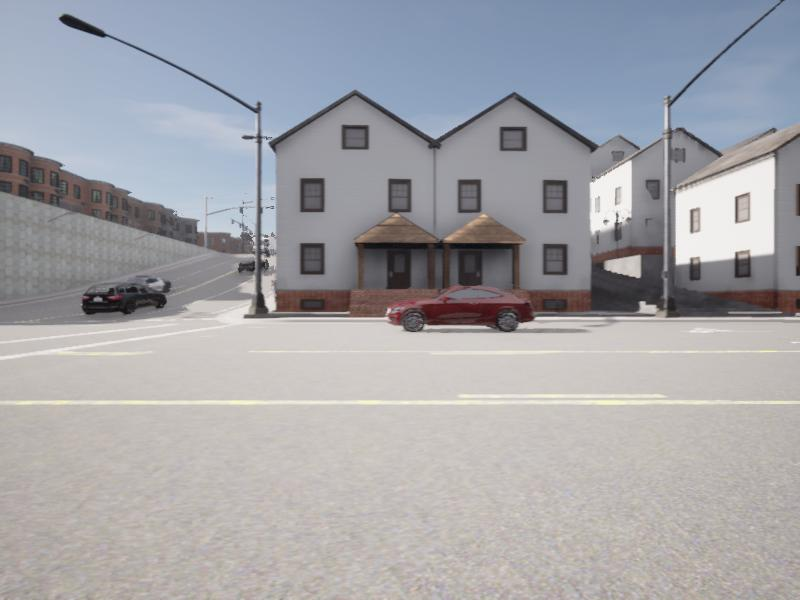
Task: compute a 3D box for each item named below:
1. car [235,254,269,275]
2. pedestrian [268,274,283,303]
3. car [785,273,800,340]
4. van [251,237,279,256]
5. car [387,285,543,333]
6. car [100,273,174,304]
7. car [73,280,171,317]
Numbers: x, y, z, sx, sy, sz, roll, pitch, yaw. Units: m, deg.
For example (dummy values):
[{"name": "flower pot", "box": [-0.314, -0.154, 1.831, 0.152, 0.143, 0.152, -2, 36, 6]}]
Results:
[{"name": "car", "box": [-15.437, -3.817, 42.061, 1.837, 1.490, 4.892, 0, 14, -1]}, {"name": "pedestrian", "box": [-7.915, -0.728, 25.504, 0.751, 1.860, 0.751, 0, 0, -1]}, {"name": "car", "box": [12.442, 0.165, 9.251, 5.238, 1.638, 1.930, 0, 0, -1]}, {"name": "van", "box": [-19.131, -7.725, 56.979, 1.988, 2.561, 5.915, 0, 9, 0]}, {"name": "car", "box": [1.928, 0.269, 12.864, 4.674, 1.442, 1.812, 0, 0, -2]}, {"name": "car", "box": [-18.902, -0.951, 29.152, 2.038, 1.542, 4.974, 0, 10, 0]}, {"name": "car", "box": [-15.356, -0.173, 22.522, 2.242, 1.667, 4.611, 0, 5, 0]}]
